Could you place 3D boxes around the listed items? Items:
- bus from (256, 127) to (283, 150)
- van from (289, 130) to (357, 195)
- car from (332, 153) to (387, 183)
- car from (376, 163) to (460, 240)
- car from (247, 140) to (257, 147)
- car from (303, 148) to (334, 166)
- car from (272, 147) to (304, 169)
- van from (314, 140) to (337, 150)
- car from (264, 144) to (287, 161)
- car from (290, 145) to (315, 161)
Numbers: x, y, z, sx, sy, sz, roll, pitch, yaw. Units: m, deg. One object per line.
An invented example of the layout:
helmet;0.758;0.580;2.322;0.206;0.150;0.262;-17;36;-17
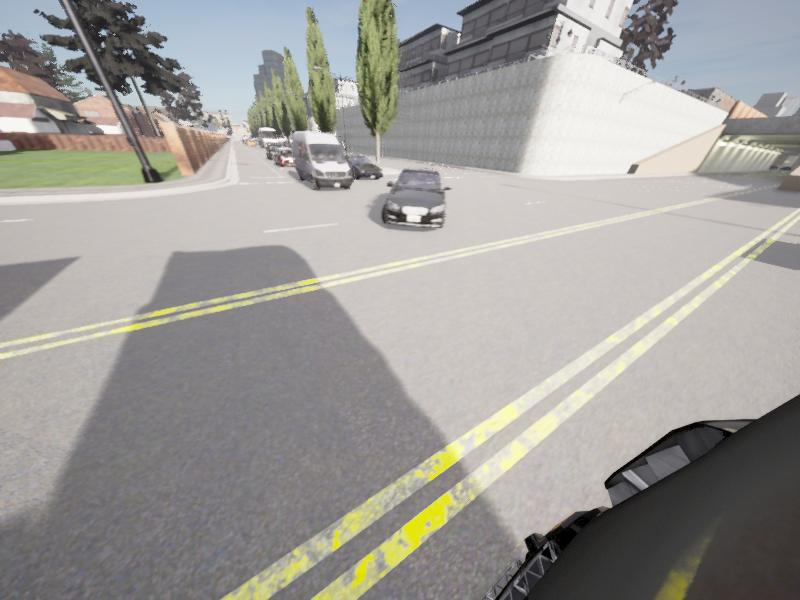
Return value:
bus;-32.833;-40.438;57.883;3.944;4.253;10.273;-16;38;-26
van;-4.504;-7.908;13.071;1.988;2.561;5.915;-16;38;-26
car;-3.138;-9.934;17.221;2.033;1.411;5.357;-16;38;-26
car;0.691;-3.824;8.295;2.128;1.511;4.902;6;34;4
car;-40.974;-43.272;63.925;1.882;1.535;5.008;-16;38;-26
car;-9.036;-15.763;25.380;1.837;1.490;4.892;-16;38;-26
car;-10.648;-13.495;21.894;1.970;1.475;3.806;-16;38;-26
van;-23.619;-49.501;73.727;2.351;2.431;6.366;29;44;33
car;-15.325;-18.116;28.364;1.789;1.549;3.705;-16;38;-26
car;-13.058;-19.723;30.949;2.007;1.525;4.514;-16;38;-26
